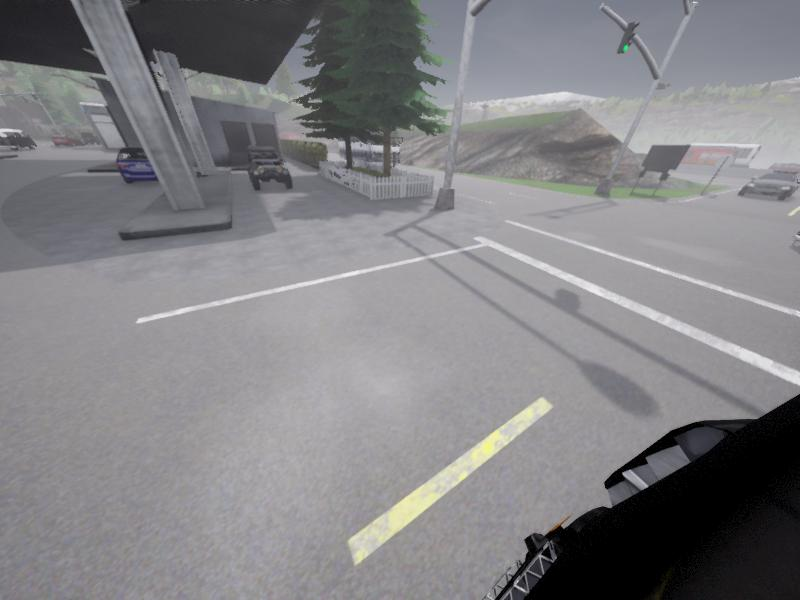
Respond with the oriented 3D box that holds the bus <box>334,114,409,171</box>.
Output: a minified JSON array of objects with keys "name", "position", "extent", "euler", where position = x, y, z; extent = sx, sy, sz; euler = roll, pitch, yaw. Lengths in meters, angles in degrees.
[{"name":"bus","position":[-3.517,-17.080,25.244],"extent":[3.944,4.253,10.273],"euler":[-16,38,-25]}]

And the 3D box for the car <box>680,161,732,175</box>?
[{"name":"car","position":[53.827,-23.356,40.811],"extent":[2.152,1.651,5.027],"euler":[-16,39,-26]}]

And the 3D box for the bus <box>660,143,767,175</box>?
[{"name":"bus","position":[56.303,-25.928,42.156],"extent":[3.944,4.253,10.273],"euler":[-16,39,-26]}]

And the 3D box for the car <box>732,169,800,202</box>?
[{"name":"car","position":[25.173,-7.801,15.552],"extent":[4.974,1.542,2.038],"euler":[-17,39,-26]}]

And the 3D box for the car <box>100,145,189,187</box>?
[{"name":"car","position":[-14.478,-7.951,13.522],"extent":[2.242,1.667,4.611],"euler":[-17,39,-26]}]

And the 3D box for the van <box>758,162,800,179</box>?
[{"name":"van","position":[60.965,-20.411,36.371],"extent":[1.775,1.987,4.442],"euler":[-16,39,-26]}]

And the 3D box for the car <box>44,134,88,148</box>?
[{"name":"car","position":[-49.630,-23.767,34.492],"extent":[2.007,1.525,4.514],"euler":[-17,39,-26]}]

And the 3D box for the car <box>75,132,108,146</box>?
[{"name":"car","position":[-54.091,-28.372,40.666],"extent":[1.905,1.878,3.866],"euler":[-17,39,-26]}]

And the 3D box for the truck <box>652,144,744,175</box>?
[{"name":"truck","position":[50.255,-24.090,39.441],"extent":[2.891,3.827,8.468],"euler":[-16,39,-26]}]

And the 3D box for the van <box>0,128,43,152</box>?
[{"name":"van","position":[-43.466,-17.832,25.716],"extent":[2.069,2.038,4.480],"euler":[-17,39,-26]}]

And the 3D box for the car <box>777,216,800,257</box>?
[{"name":"car","position":[13.615,-1.218,5.256],"extent":[4.902,1.511,2.128],"euler":[30,42,34]}]

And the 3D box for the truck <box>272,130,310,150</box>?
[{"name":"truck","position":[-27.483,-40.576,58.600],"extent":[8.468,3.827,2.891],"euler":[15,36,18]}]

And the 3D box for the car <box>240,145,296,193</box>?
[{"name":"car","position":[-7.397,-7.390,12.861],"extent":[1.905,1.878,3.866],"euler":[-17,39,-26]}]
